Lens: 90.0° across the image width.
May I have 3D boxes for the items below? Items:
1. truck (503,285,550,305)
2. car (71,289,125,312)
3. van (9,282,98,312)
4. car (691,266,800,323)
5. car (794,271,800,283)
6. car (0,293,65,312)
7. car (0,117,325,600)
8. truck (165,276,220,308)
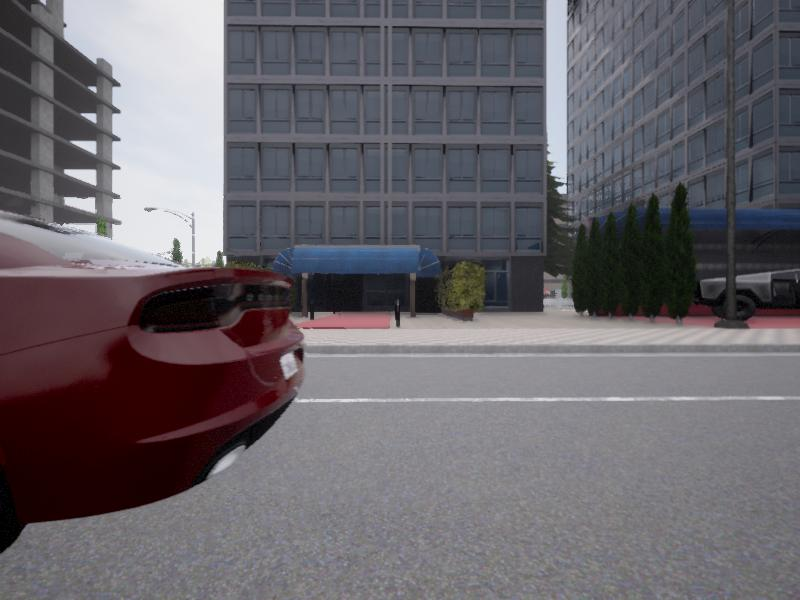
[{"bbox_3d":[25.217,-0.962,79.900,8.468,3.827,2.891,0,0,-1],"label":"truck"},{"bbox_3d":[-26.530,0.032,35.287,1.905,1.878,3.866,0,0,-1],"label":"car"},{"bbox_3d":[-30.030,-0.238,35.078,2.351,2.431,6.366,0,0,-1],"label":"van"},{"bbox_3d":[15.472,-0.188,15.717,6.274,2.098,2.390,0,0,29],"label":"car"},{"bbox_3d":[16.541,-0.930,16.112,0.945,0.468,0.156,0,0,29],"label":"car"},{"bbox_3d":[-33.553,0.183,36.362,1.801,1.575,5.366,0,0,-1],"label":"car"},{"bbox_3d":[-3.072,0.221,2.122,5.008,1.535,1.882,0,0,-1],"label":"car"},{"bbox_3d":[-26.845,-0.934,52.340,2.891,3.827,8.468,0,0,-1],"label":"truck"}]
